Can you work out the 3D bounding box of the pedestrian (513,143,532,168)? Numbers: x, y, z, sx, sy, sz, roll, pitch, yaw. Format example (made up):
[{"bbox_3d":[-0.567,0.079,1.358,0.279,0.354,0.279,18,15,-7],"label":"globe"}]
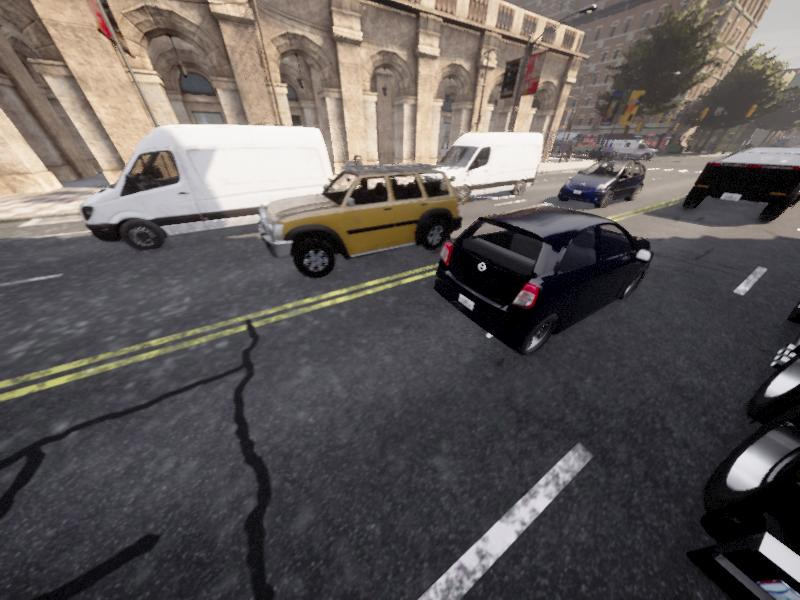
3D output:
[{"bbox_3d":[11.044,-13.051,20.902,0.751,1.860,0.751,-13,37,-18],"label":"pedestrian"}]

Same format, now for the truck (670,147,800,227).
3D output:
[{"bbox_3d":[14.012,-4.691,9.011,6.274,2.098,2.390,-18,39,-25],"label":"truck"}]

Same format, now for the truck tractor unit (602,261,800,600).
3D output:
[{"bbox_3d":[5.102,-0.311,0.786,6.516,4.208,3.053,-19,39,-24],"label":"truck tractor unit"}]

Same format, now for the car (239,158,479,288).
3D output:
[{"bbox_3d":[-0.729,-2.103,5.373,4.605,1.855,1.932,-18,39,-24],"label":"car"}]

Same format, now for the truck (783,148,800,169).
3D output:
[{"bbox_3d":[41.888,-13.575,21.714,5.204,2.467,2.627,8,35,9],"label":"truck"}]

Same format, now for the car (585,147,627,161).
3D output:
[{"bbox_3d":[28.962,-20.691,32.622,1.845,1.501,3.633,-12,37,-18],"label":"car"}]

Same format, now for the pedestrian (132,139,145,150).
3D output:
[{"bbox_3d":[-55.444,-32.975,48.993,0.751,1.860,0.751,-8,36,-11],"label":"pedestrian"}]

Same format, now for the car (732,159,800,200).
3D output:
[{"bbox_3d":[19.895,-6.390,12.048,3.806,1.475,1.970,-18,39,-25],"label":"car"}]

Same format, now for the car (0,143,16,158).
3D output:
[{"bbox_3d":[-55.498,-20.289,31.343,1.789,1.549,3.705,-18,39,-25],"label":"car"}]

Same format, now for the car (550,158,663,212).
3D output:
[{"bbox_3d":[8.910,-5.133,10.040,3.988,1.617,1.851,-18,39,-24],"label":"car"}]

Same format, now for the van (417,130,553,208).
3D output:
[{"bbox_3d":[3.854,-6.177,10.683,5.915,2.561,1.988,-18,39,-24],"label":"van"}]

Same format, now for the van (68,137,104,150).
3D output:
[{"bbox_3d":[-70.354,-35.210,51.889,2.351,2.431,6.366,-18,39,-25],"label":"van"}]

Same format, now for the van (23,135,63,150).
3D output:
[{"bbox_3d":[-77.352,-34.202,50.258,1.988,2.561,5.915,-18,39,-25],"label":"van"}]

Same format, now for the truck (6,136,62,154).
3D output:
[{"bbox_3d":[-60.937,-26.007,38.710,2.627,2.467,5.204,-18,39,-25],"label":"truck"}]

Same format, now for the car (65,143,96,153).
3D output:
[{"bbox_3d":[-60.147,-28.743,43.594,1.970,1.475,3.806,-18,39,-25],"label":"car"}]

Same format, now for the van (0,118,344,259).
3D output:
[{"bbox_3d":[-4.945,-3.315,6.501,5.915,2.561,1.988,-18,39,-24],"label":"van"}]

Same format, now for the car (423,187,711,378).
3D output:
[{"bbox_3d":[2.429,-0.680,3.658,3.633,1.501,1.845,-18,39,-24],"label":"car"}]

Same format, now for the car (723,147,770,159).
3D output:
[{"bbox_3d":[54.362,-23.092,36.272,4.974,1.542,2.038,-9,36,-12],"label":"car"}]

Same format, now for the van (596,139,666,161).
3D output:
[{"bbox_3d":[33.126,-21.777,33.428,2.351,2.431,6.366,-22,40,-28],"label":"van"}]

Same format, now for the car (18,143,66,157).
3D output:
[{"bbox_3d":[-54.049,-22.837,35.025,1.801,1.575,5.366,-18,39,-25],"label":"car"}]

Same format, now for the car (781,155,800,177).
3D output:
[{"bbox_3d":[33.453,-10.861,18.674,4.181,1.385,1.994,-18,39,-25],"label":"car"}]
